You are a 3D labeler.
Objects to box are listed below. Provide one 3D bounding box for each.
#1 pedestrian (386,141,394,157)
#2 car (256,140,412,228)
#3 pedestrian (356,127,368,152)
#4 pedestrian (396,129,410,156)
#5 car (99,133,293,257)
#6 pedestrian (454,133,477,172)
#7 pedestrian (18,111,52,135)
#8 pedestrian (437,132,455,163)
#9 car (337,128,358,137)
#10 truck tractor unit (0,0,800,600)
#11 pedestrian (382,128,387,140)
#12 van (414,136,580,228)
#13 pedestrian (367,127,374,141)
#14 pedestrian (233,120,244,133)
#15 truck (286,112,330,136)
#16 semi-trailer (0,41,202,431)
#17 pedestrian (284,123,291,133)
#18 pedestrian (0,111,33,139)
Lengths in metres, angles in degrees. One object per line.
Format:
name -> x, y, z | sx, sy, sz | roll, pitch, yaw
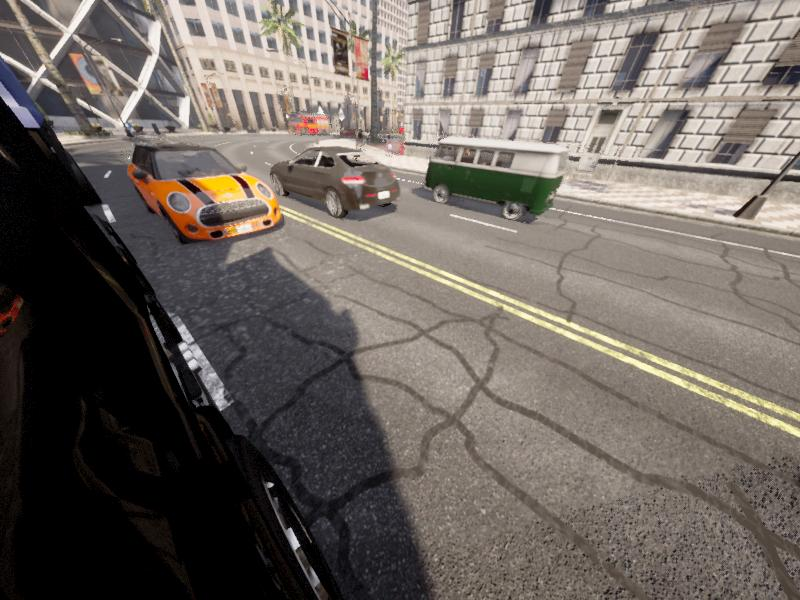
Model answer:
pedestrian -> -0.824, -12.473, 19.072 | 0.500, 1.100, 0.500 | -11, 39, -18
car -> -2.291, -4.096, 7.629 | 5.027, 1.651, 2.152 | 30, 44, 31
pedestrian -> -3.541, -14.902, 21.515 | 0.751, 1.860, 0.751 | -28, 46, -34
pedestrian -> 0.230, -13.498, 19.876 | 0.751, 1.860, 0.751 | -29, 47, -35
car -> -5.066, -2.945, 5.765 | 4.553, 1.767, 2.097 | 28, 44, 30
pedestrian -> 3.932, -8.896, 13.953 | 0.751, 1.860, 0.751 | 24, 42, 26
pedestrian -> -36.477, -17.648, 23.103 | 0.751, 1.860, 0.751 | 4, 37, 2
pedestrian -> 3.369, -11.162, 16.950 | 0.751, 1.860, 0.751 | 28, 43, 29
car -> -12.271, -39.724, 54.750 | 2.007, 1.525, 4.514 | 28, 43, 29
truck tractor unit -> -2.645, -0.295, 0.351 | 6.516, 4.208, 3.053 | 28, 44, 30
pedestrian -> -2.981, -31.502, 43.764 | 0.751, 1.860, 0.751 | 8, 37, 8
van -> 2.863, -4.177, 7.763 | 4.442, 1.987, 1.775 | 28, 44, 30
pedestrian -> -4.868, -27.672, 38.519 | 0.751, 1.860, 0.751 | 26, 43, 28
pedestrian -> -30.842, -33.091, 44.115 | 0.751, 1.860, 0.751 | 12, 38, 12
truck -> -19.694, -38.240, 50.360 | 2.891, 3.827, 8.468 | 23, 41, 25
semi-trailer -> -8.706, -3.600, 4.220 | 14.254, 4.402, 2.717 | 28, 44, 30
pedestrian -> -26.789, -41.118, 55.114 | 0.751, 1.860, 0.751 | 19, 40, 21
pedestrian -> -32.009, -14.508, 19.173 | 0.751, 1.860, 0.751 | 25, 42, 27
